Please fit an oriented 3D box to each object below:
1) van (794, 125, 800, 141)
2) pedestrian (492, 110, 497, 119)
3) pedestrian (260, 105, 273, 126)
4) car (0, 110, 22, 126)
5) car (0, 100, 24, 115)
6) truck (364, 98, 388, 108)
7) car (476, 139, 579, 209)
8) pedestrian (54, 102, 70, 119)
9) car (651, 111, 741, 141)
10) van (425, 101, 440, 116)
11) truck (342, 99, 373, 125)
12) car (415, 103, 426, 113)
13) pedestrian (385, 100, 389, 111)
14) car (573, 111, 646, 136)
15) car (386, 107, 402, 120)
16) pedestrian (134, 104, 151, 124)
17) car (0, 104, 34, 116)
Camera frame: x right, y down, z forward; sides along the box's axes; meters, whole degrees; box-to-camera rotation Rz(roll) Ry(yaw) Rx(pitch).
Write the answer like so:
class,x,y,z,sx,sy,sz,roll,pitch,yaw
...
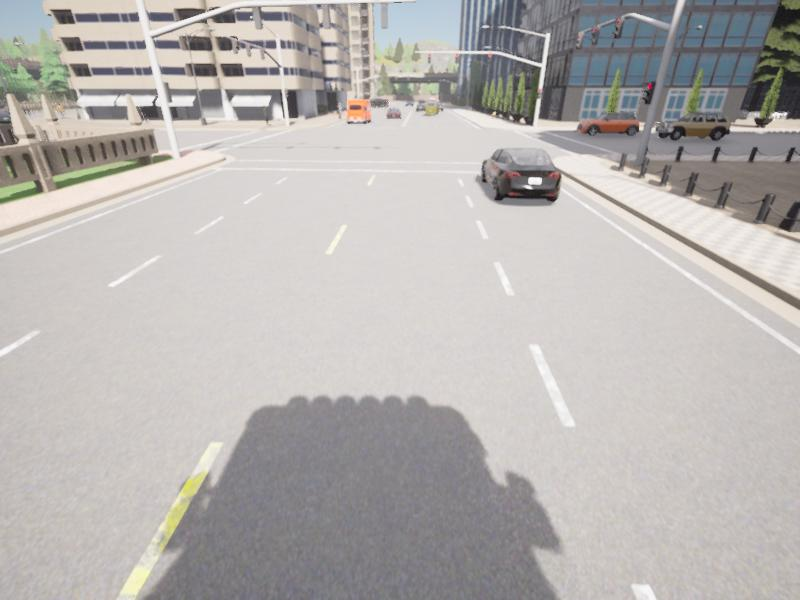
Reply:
class,x,y,z,sx,sy,sz,roll,pitch,yaw
van,31.877,-12.508,28.639,4.480,2.038,2.069,-1,27,4
pedestrian,12.151,-23.849,51.424,0.500,1.100,0.500,1,27,2
pedestrian,-13.033,-18.022,39.062,0.751,1.860,0.751,4,27,7
car,-42.228,-19.376,42.520,4.181,1.385,1.994,22,34,36
car,-63.318,-30.526,63.385,2.150,2.045,5.566,-1,27,-1
truck,-6.110,-50.593,102.648,6.274,2.098,2.390,-23,36,-37
car,4.030,-4.471,13.697,2.163,1.488,4.792,1,27,2
pedestrian,-41.874,-23.458,49.535,0.751,1.860,0.751,11,29,20
car,21.411,-12.692,29.179,4.605,1.855,1.932,1,27,3
van,5.240,-30.675,64.087,1.775,1.987,4.442,6,28,11
truck,-4.741,-21.373,45.436,2.627,2.467,5.204,1,28,2
car,3.922,-36.601,76.107,2.007,1.525,4.514,1,27,2
pedestrian,-2.619,-40.190,82.641,0.751,1.860,0.751,-2,27,-4
car,16.900,-14.383,32.544,4.553,1.767,2.097,2,27,3
car,-0.788,-25.447,54.580,1.994,1.385,4.181,1,27,2
pedestrian,-26.497,-19.127,41.165,0.751,1.860,0.751,11,29,20
car,-59.715,-29.419,61.905,1.812,1.442,4.674,-2,27,-3
